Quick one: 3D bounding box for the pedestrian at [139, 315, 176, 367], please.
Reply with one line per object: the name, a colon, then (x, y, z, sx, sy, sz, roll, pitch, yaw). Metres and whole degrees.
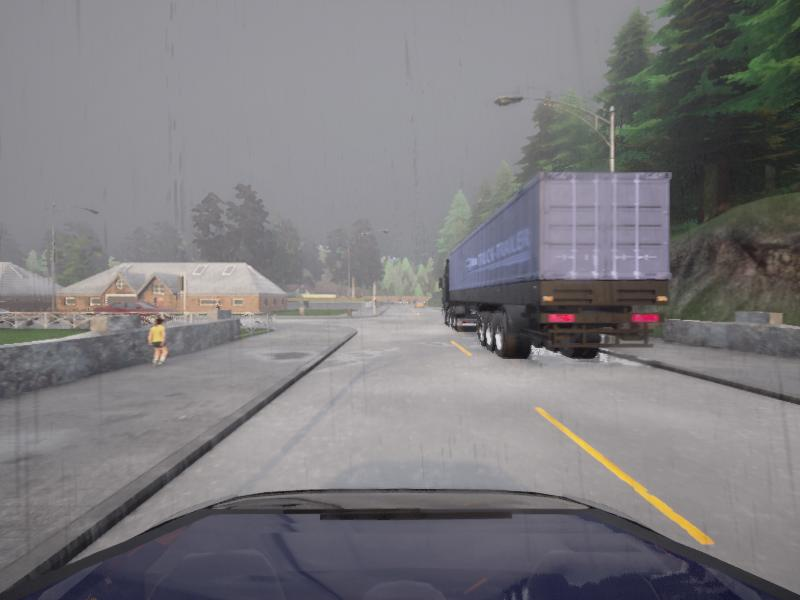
pedestrian: (-5.369, 0.903, 8.872, 0.500, 1.100, 0.500, 0, 0, 0)

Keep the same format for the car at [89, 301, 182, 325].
car: (-17.634, 0.817, 26.862, 5.008, 1.535, 1.882, 0, 0, 0)

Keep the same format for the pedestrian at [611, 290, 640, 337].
pedestrian: (9.186, 0.530, 16.305, 0.751, 1.860, 0.751, 0, 0, -3)

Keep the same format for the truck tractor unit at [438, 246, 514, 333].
truck tractor unit: (4.007, -0.529, 22.765, 3.053, 4.208, 6.516, 0, 0, 0)

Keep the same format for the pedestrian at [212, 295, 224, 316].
pedestrian: (-16.357, 0.527, 36.052, 0.751, 1.860, 0.751, 0, 0, -1)

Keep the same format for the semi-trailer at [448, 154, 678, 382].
semi-trailer: (4.008, -0.622, 14.850, 2.717, 4.402, 14.254, 0, 0, 0)

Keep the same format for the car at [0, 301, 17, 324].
car: (-28.956, 0.823, 26.849, 4.514, 1.525, 2.007, 0, 0, 0)
